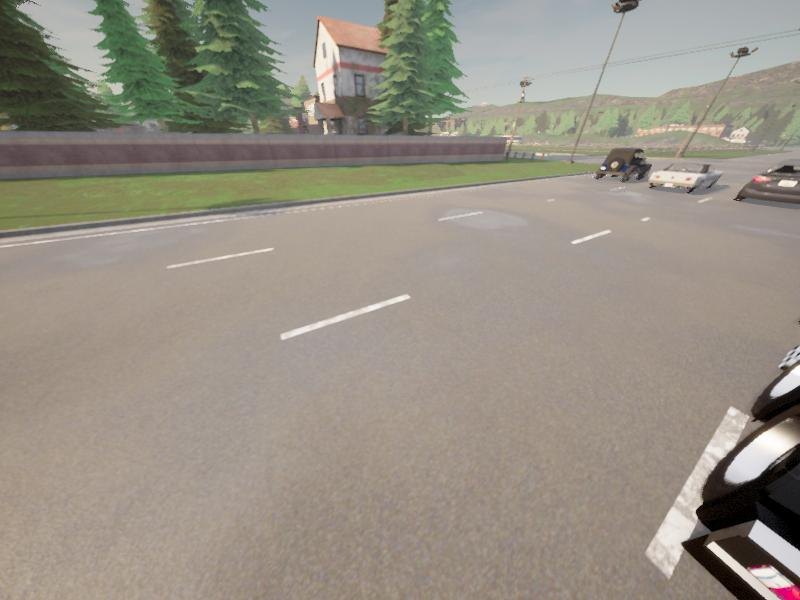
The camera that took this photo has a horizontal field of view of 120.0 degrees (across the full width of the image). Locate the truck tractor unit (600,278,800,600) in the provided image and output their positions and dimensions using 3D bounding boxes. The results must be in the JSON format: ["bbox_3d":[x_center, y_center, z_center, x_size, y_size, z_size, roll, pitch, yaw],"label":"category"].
[{"bbox_3d":[5.130,-0.282,0.744,6.516,4.208,3.053,-17,39,-23],"label":"truck tractor unit"}]

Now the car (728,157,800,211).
[{"bbox_3d":[17.541,-5.262,10.242,4.611,1.667,2.242,-18,39,-24],"label":"car"}]

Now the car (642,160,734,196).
[{"bbox_3d":[16.245,-6.993,13.049,4.718,1.301,1.895,-18,39,-24],"label":"car"}]

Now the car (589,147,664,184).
[{"bbox_3d":[15.483,-9.297,15.831,3.866,1.878,1.905,-18,39,-24],"label":"car"}]
